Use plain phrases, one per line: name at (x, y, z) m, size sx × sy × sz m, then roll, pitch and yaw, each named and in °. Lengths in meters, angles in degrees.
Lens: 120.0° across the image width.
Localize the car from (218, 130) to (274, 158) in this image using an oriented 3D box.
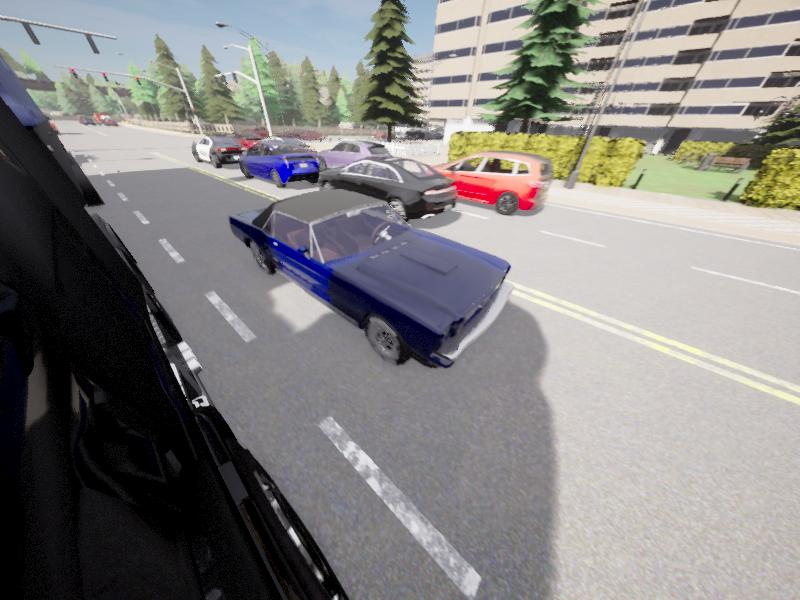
car at (-12.459, -12.633, 18.620) m, size 4.514 × 1.525 × 2.007 m, roll 29°, pitch 44°, yaw 31°

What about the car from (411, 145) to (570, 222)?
car at (2.973, -4.466, 8.407) m, size 4.611 × 1.667 × 2.242 m, roll 28°, pitch 44°, yaw 30°

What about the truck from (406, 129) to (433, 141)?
truck at (4.322, -35.895, 50.297) m, size 2.390 × 2.098 × 6.274 m, roll 29°, pitch 44°, yaw 31°

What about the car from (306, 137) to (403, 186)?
car at (-2.410, -7.299, 11.942) m, size 4.856 × 1.649 × 2.033 m, roll 28°, pitch 44°, yaw 30°

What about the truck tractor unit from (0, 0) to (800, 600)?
truck tractor unit at (-2.645, -0.295, 0.351) m, size 6.516 × 4.208 × 3.053 m, roll 28°, pitch 44°, yaw 30°

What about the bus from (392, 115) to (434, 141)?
bus at (3.033, -39.146, 52.785) m, size 3.944 × 4.253 × 10.273 m, roll 28°, pitch 44°, yaw 30°

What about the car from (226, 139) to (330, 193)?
car at (-5.457, -6.139, 10.300) m, size 4.514 × 1.525 × 2.007 m, roll 28°, pitch 44°, yaw 30°

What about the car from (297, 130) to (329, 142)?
car at (-13.805, -26.077, 36.716) m, size 4.181 × 1.385 × 1.994 m, roll -27°, pitch 46°, yaw -34°

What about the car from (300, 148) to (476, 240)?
car at (-0.584, -3.552, 7.114) m, size 4.902 × 1.511 × 2.128 m, roll 28°, pitch 44°, yaw 30°

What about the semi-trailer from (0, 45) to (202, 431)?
semi-trailer at (-8.706, -3.578, 4.251) m, size 14.254 × 4.402 × 2.717 m, roll 28°, pitch 44°, yaw 30°

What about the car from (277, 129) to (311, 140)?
car at (-17.371, -27.256, 38.035) m, size 1.812 × 1.442 × 4.674 m, roll 28°, pitch 44°, yaw 30°

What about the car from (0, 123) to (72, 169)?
car at (-19.871, -8.358, 12.372) m, size 5.238 × 1.638 × 1.930 m, roll 28°, pitch 44°, yaw 30°

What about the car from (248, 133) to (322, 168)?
car at (-7.731, -10.080, 15.456) m, size 4.974 × 1.542 × 2.038 m, roll 28°, pitch 44°, yaw 30°

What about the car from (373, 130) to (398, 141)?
car at (-2.980, -33.911, 47.624) m, size 2.152 × 1.651 × 5.027 m, roll 28°, pitch 44°, yaw 30°

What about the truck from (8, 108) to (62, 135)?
truck at (-45.810, -22.446, 29.121) m, size 5.204 × 2.467 × 2.627 m, roll 28°, pitch 44°, yaw 30°

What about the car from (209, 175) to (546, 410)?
car at (-0.764, -0.825, 3.626) m, size 4.718 × 1.301 × 1.895 m, roll 28°, pitch 44°, yaw 30°

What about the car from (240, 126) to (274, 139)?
car at (-22.877, -26.863, 37.062) m, size 1.851 × 1.617 × 3.988 m, roll 30°, pitch 45°, yaw 32°

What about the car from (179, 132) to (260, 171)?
car at (-10.797, -8.972, 13.797) m, size 4.974 × 1.542 × 2.038 m, roll 28°, pitch 44°, yaw 30°
